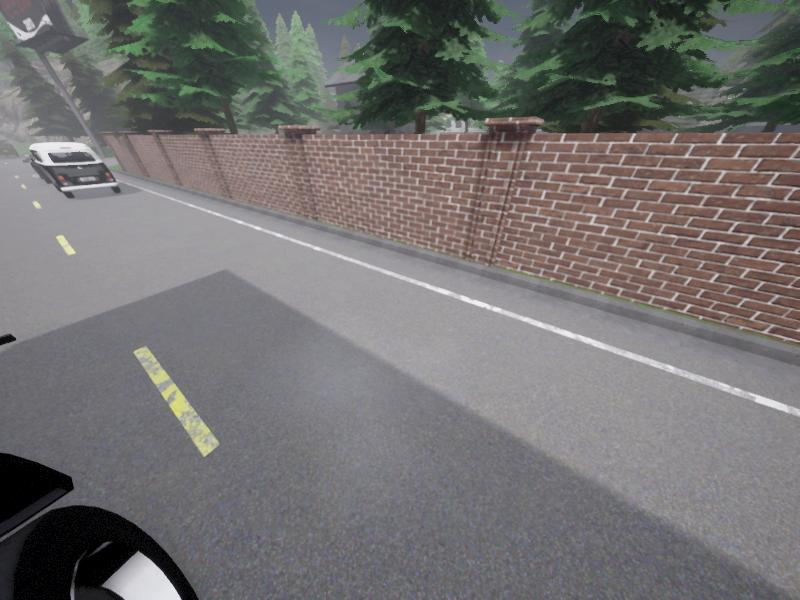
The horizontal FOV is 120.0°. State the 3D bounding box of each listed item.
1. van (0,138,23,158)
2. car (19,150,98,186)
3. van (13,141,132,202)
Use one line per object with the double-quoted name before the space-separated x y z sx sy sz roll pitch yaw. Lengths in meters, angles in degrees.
"van" -51.027 -19.154 29.118 4.442 1.987 1.775 11 37 15
"car" -20.944 -8.188 14.141 4.892 1.490 1.837 22 40 28
"van" -15.180 -6.115 10.754 4.480 2.038 2.069 22 40 27
